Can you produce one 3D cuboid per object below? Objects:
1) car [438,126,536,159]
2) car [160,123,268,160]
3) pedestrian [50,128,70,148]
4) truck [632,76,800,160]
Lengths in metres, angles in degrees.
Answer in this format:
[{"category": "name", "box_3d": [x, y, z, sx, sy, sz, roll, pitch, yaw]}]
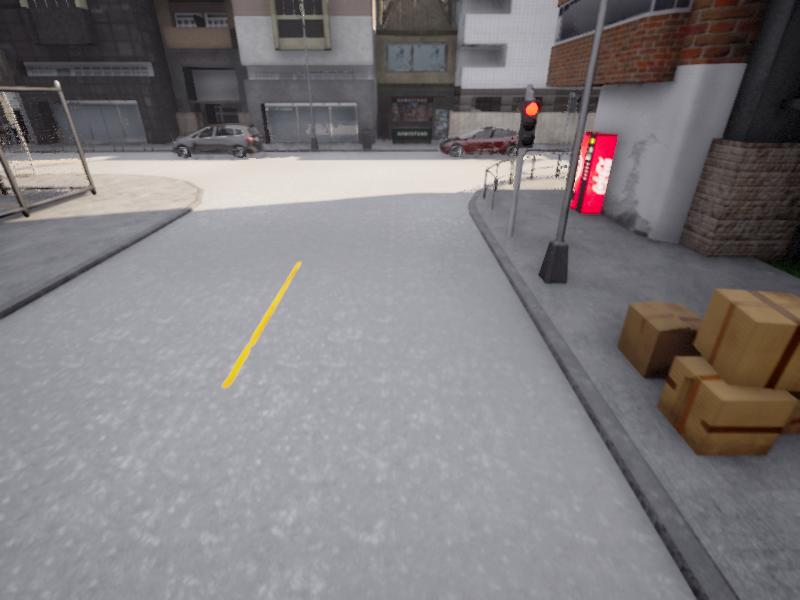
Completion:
[{"category": "car", "box_3d": [4.585, -8.655, 21.911, 4.792, 1.488, 2.163, 0, 27, 0]}, {"category": "car", "box_3d": [-9.956, -8.707, 21.836, 4.611, 1.667, 2.242, 0, 27, 0]}, {"category": "pedestrian", "box_3d": [-21.299, -10.171, 25.061, 0.500, 1.100, 0.500, -5, 28, -10]}, {"category": "truck", "box_3d": [17.923, -9.726, 21.405, 8.468, 3.827, 2.891, 0, 27, 0]}]
